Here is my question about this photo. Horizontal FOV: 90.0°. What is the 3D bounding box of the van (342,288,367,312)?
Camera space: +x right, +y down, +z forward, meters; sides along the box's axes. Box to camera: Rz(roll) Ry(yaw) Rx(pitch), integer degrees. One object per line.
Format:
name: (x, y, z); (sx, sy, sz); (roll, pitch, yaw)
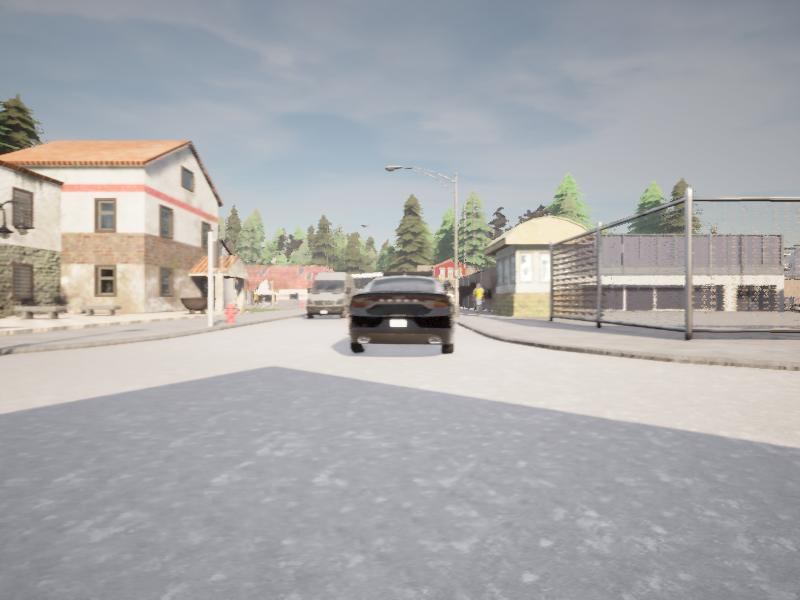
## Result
van: (-3.889, 0.000, 34.739); (1.775, 1.987, 4.442); (0, 0, -1)

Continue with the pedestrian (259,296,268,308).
pedestrian: (-14.616, 0.219, 42.880); (0.751, 1.300, 0.751); (0, 0, -1)

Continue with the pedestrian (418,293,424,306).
pedestrian: (3.037, -0.068, 57.081); (0.751, 1.860, 0.751); (0, 0, -6)

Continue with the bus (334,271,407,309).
bus: (-3.907, -1.134, 49.870); (3.944, 4.253, 10.273); (0, 0, -39)

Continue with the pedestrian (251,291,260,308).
pedestrian: (-15.440, -0.060, 42.798); (0.751, 1.860, 0.751); (0, 0, 0)

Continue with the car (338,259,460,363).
car: (0.188, 0.171, 8.965); (1.930, 1.638, 5.238); (0, 0, 5)

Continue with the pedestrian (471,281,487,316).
pedestrian: (4.330, -0.068, 21.950); (0.751, 1.860, 0.751); (0, 0, 20)

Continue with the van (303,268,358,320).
van: (-3.737, -0.276, 22.684); (1.988, 2.561, 5.915); (0, 0, 1)
